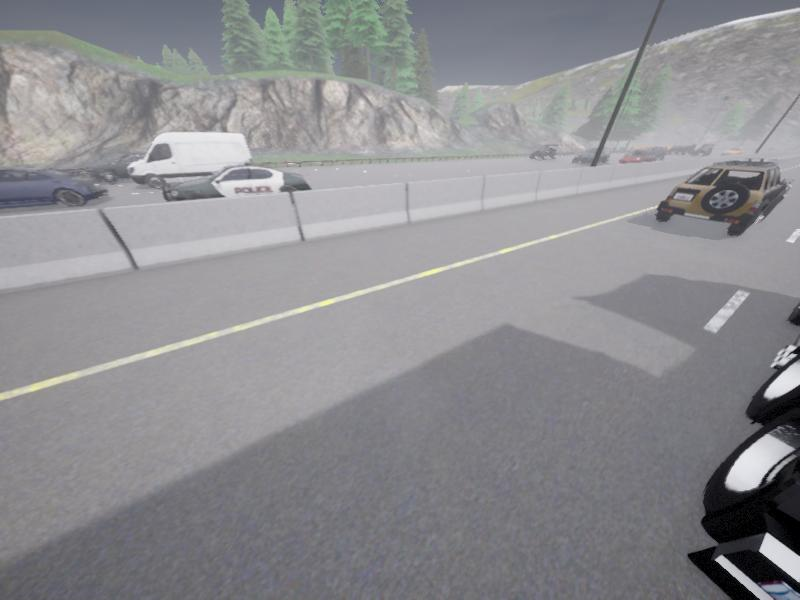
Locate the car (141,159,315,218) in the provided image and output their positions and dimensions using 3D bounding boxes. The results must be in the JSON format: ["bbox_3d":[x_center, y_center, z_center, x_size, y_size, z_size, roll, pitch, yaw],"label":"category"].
[{"bbox_3d":[-6.383,-4.672,9.342,4.974,1.542,2.038,-18,39,-25],"label":"car"}]

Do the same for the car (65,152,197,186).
[{"bbox_3d":[-16.303,-8.344,14.545,4.902,1.511,2.128,-18,39,-25],"label":"car"}]

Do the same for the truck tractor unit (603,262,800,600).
[{"bbox_3d":[5.105,-0.307,0.794,6.516,4.208,3.053,-18,39,-24],"label":"truck tractor unit"}]

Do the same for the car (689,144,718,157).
[{"bbox_3d":[56.079,-27.657,42.649,3.866,1.878,1.905,-18,39,-25],"label":"car"}]

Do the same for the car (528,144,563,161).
[{"bbox_3d":[20.062,-20.453,31.952,3.866,1.878,1.905,-18,39,-25],"label":"car"}]

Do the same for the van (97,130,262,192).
[{"bbox_3d":[-11.688,-7.972,13.152,5.915,2.561,1.988,-18,39,-25],"label":"van"}]

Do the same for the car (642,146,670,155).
[{"bbox_3d":[53.332,-31.204,48.101,4.902,1.511,2.128,-18,39,-25],"label":"car"}]

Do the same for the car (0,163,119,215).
[{"bbox_3d":[-14.438,-4.275,8.832,4.181,1.385,1.994,-18,39,-25],"label":"car"}]

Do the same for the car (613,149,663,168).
[{"bbox_3d":[25.451,-15.136,24.669,4.514,1.525,2.007,-18,39,-25],"label":"car"}]

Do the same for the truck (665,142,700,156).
[{"bbox_3d":[56.320,-30.144,46.024,6.274,2.098,2.390,-18,39,-25],"label":"truck"}]

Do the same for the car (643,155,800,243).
[{"bbox_3d":[10.568,-3.450,7.420,4.605,1.855,1.932,-18,39,-25],"label":"car"}]

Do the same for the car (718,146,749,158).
[{"bbox_3d":[59.074,-26.194,40.858,5.366,1.575,1.801,-18,39,-25],"label":"car"}]

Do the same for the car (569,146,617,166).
[{"bbox_3d":[21.848,-16.374,26.182,4.553,1.767,2.097,-18,39,-25],"label":"car"}]

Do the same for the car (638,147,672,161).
[{"bbox_3d":[37.016,-21.291,33.554,3.988,1.617,1.851,-18,39,-25],"label":"car"}]
